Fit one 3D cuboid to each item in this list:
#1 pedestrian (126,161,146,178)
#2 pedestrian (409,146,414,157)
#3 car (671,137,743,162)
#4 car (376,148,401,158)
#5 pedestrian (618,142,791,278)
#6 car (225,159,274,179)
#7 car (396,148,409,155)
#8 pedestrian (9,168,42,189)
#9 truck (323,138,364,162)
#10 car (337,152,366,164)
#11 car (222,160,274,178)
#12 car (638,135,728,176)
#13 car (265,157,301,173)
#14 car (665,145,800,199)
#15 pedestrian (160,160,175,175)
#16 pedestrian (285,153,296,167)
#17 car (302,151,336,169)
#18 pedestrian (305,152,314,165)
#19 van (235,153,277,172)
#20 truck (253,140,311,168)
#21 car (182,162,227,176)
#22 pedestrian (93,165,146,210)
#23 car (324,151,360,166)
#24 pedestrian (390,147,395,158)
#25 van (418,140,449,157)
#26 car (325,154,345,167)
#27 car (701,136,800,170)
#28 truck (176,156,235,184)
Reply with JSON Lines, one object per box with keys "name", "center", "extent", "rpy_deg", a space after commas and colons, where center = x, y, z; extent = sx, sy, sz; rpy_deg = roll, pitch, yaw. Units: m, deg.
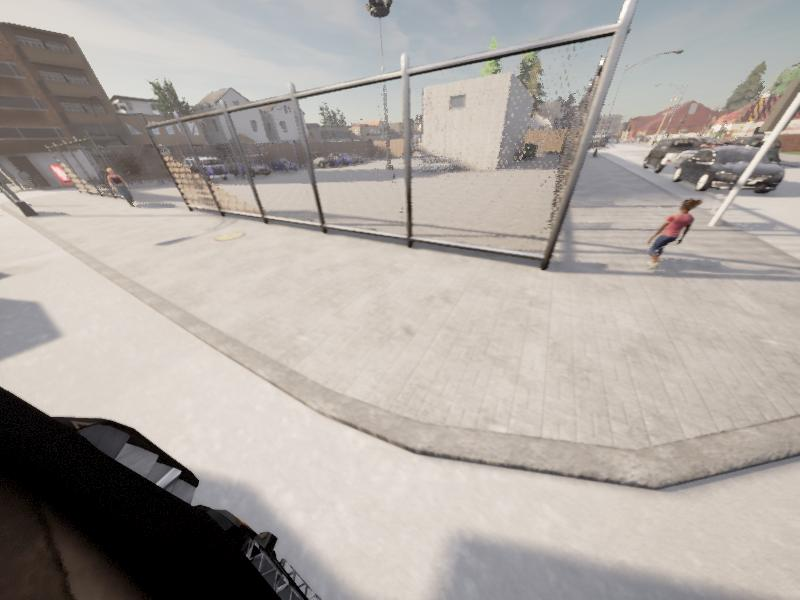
{"name": "pedestrian", "center": [-35.026, -17.257, 30.617], "extent": [0.751, 1.860, 0.751], "rpy_deg": [8, 35, 16]}
{"name": "pedestrian", "center": [2.366, -29.793, 46.299], "extent": [0.751, 1.860, 0.751], "rpy_deg": [-24, 39, -28]}
{"name": "car", "center": [25.610, -12.772, 19.529], "extent": [2.007, 1.525, 4.514], "rpy_deg": [15, 38, 25]}
{"name": "car", "center": [-2.522, -33.155, 52.195], "extent": [5.366, 1.575, 1.801], "rpy_deg": [12, 36, 21]}
{"name": "pedestrian", "center": [4.539, -1.391, 3.711], "extent": [0.751, 1.860, 0.751], "rpy_deg": [10, 36, 19]}
{"name": "car", "center": [-16.132, -14.248, 24.984], "extent": [1.789, 1.547, 3.705], "rpy_deg": [16, 38, 26]}
{"name": "car", "center": [0.884, -47.223, 73.377], "extent": [1.837, 1.490, 4.892], "rpy_deg": [16, 38, 26]}
{"name": "pedestrian", "center": [-39.757, -12.930, 24.543], "extent": [0.751, 1.860, 0.751], "rpy_deg": [-7, 34, -5]}
{"name": "truck", "center": [-11.557, -31.465, 48.388], "extent": [2.891, 3.827, 8.468], "rpy_deg": [16, 38, 27]}
{"name": "car", "center": [-7.722, -22.796, 37.080], "extent": [4.193, 1.474, 1.816], "rpy_deg": [16, 38, 26]}
{"name": "car", "center": [-16.381, -14.114, 24.934], "extent": [5.357, 1.415, 2.033], "rpy_deg": [16, 38, 26]}
{"name": "car", "center": [17.212, -9.119, 14.444], "extent": [1.932, 1.855, 4.605], "rpy_deg": [16, 38, 26]}
{"name": "car", "center": [-14.399, -16.610, 28.386], "extent": [3.633, 1.501, 1.845], "rpy_deg": [16, 38, 26]}
{"name": "car", "center": [13.858, -5.670, 9.914], "extent": [1.837, 1.490, 4.892], "rpy_deg": [16, 38, 26]}
{"name": "pedestrian", "center": [-33.330, -19.028, 33.121], "extent": [0.751, 1.860, 0.751], "rpy_deg": [21, 41, 31]}
{"name": "pedestrian", "center": [-16.712, -21.396, 35.317], "extent": [0.751, 1.860, 0.751], "rpy_deg": [26, 44, 36]}
{"name": "car", "center": [-11.045, -19.085, 31.500], "extent": [3.866, 1.878, 1.905], "rpy_deg": [16, 38, 26]}
{"name": "pedestrian", "center": [-14.848, -23.258, 37.945], "extent": [0.751, 1.860, 0.751], "rpy_deg": [25, 43, 35]}
{"name": "van", "center": [-21.563, -20.741, 34.804], "extent": [2.069, 2.038, 4.480], "rpy_deg": [16, 38, 26]}
{"name": "truck", "center": [-20.960, -26.583, 41.870], "extent": [2.891, 3.827, 8.468], "rpy_deg": [16, 38, 26]}
{"name": "car", "center": [-27.723, -18.733, 32.913], "extent": [1.994, 1.385, 4.181], "rpy_deg": [16, 38, 26]}
{"name": "pedestrian", "center": [-13.719, -5.513, 11.367], "extent": [0.751, 1.860, 0.751], "rpy_deg": [16, 38, 26]}
{"name": "car", "center": [-8.674, -21.083, 34.479], "extent": [4.611, 1.667, 2.242], "rpy_deg": [16, 38, 26]}
{"name": "pedestrian", "center": [-1.513, -29.710, 46.490], "extent": [0.751, 1.860, 0.751], "rpy_deg": [14, 37, 24]}
{"name": "van", "center": [6.804, -30.872, 47.166], "extent": [5.915, 2.561, 1.988], "rpy_deg": [16, 38, 26]}
{"name": "car", "center": [-9.207, -19.780, 32.765], "extent": [2.207, 1.379, 1.481], "rpy_deg": [16, 38, 26]}
{"name": "car", "center": [22.235, -9.583, 14.972], "extent": [1.851, 1.617, 3.988], "rpy_deg": [16, 38, 26]}
{"name": "truck", "center": [-18.518, -12.431, 22.034], "extent": [4.478, 2.038, 2.069], "rpy_deg": [16, 38, 26]}
